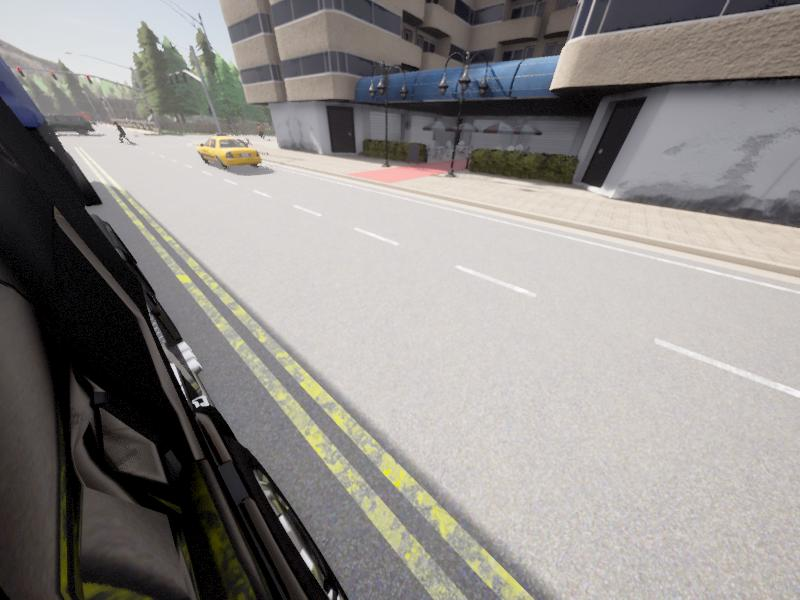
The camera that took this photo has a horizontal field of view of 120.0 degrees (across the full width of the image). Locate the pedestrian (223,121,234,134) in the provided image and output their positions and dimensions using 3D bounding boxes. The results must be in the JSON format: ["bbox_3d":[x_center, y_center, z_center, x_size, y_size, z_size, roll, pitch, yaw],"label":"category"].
[{"bbox_3d":[-31.315,-31.487,42.204,0.751,1.860,0.751,29,44,31],"label":"pedestrian"}]

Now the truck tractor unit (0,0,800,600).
[{"bbox_3d":[-2.645,-0.295,0.351,6.516,4.208,3.053,28,44,30],"label":"truck tractor unit"}]

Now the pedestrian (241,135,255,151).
[{"bbox_3d":[-12.743,-13.161,19.365,0.500,1.100,0.500,28,44,30],"label":"pedestrian"}]

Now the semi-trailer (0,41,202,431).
[{"bbox_3d":[-8.712,-3.582,4.234,14.254,4.402,2.717,28,44,30],"label":"semi-trailer"}]

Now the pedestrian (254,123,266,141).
[{"bbox_3d":[-18.367,-22.153,30.399,0.751,1.860,0.751,-10,38,-16],"label":"pedestrian"}]

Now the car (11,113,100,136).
[{"bbox_3d":[-41.378,-21.229,28.024,2.150,2.045,5.566,28,43,30],"label":"car"}]

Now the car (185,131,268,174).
[{"bbox_3d":[-9.955,-8.534,13.198,5.366,1.575,1.801,28,44,30],"label":"car"}]

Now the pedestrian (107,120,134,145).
[{"bbox_3d":[-25.780,-15.452,21.314,0.751,1.860,0.751,28,44,30],"label":"pedestrian"}]
